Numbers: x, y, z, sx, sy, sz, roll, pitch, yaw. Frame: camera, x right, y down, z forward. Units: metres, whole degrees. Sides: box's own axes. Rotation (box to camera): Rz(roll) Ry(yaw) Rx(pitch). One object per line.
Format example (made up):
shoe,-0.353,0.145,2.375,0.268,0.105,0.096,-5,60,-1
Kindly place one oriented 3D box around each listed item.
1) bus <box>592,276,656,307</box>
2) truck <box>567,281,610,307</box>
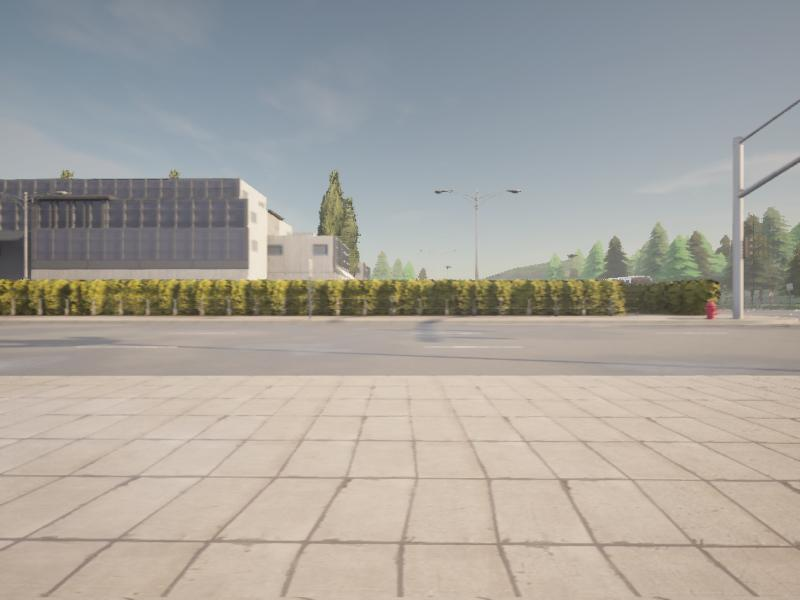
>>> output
bus,32.780,-1.143,59.299,3.944,4.253,10.273,0,0,1
truck,29.462,-0.932,62.876,2.891,3.827,8.468,0,0,1
